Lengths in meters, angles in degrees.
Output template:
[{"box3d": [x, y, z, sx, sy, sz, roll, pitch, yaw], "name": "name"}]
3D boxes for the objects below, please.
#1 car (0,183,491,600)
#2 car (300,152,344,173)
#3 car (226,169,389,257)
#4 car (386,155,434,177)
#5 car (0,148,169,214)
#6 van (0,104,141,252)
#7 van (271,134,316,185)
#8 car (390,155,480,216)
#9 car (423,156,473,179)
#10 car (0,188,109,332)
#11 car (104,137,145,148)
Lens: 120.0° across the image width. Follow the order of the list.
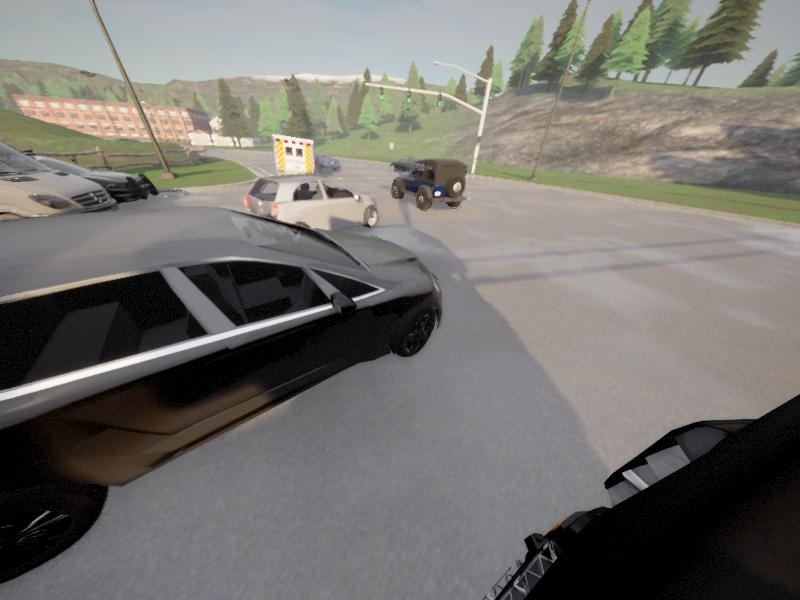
[{"box3d": [-1.603, -0.028, 2.387, 4.611, 1.667, 2.242, -21, 40, -31], "name": "car"}, {"box3d": [-7.758, -13.668, 22.810, 2.033, 1.411, 5.357, -22, 41, -33], "name": "car"}, {"box3d": [-2.193, -2.684, 6.486, 1.845, 1.501, 3.633, 24, 39, 29], "name": "car"}, {"box3d": [0.829, -13.101, 22.486, 2.128, 1.511, 4.902, -18, 39, -28], "name": "car"}, {"box3d": [-11.667, -3.923, 7.553, 5.238, 1.638, 1.930, -10, 35, -18], "name": "car"}, {"box3d": [-10.184, -2.413, 4.565, 5.915, 2.561, 1.988, -9, 35, -17], "name": "van"}, {"box3d": [-7.596, -10.283, 16.747, 2.351, 2.431, 6.366, -5, 34, -21], "name": "van"}, {"box3d": [1.263, -5.272, 10.331, 1.905, 1.878, 3.866, -15, 38, -25], "name": "car"}, {"box3d": [4.630, -13.263, 23.031, 1.837, 1.490, 4.892, -17, 39, -28], "name": "car"}, {"box3d": [-7.880, -0.288, 2.560, 5.357, 1.411, 2.033, -10, 36, -19], "name": "car"}, {"box3d": [-54.638, -31.327, 45.930, 4.892, 1.490, 1.837, -3, 34, -9], "name": "car"}]
